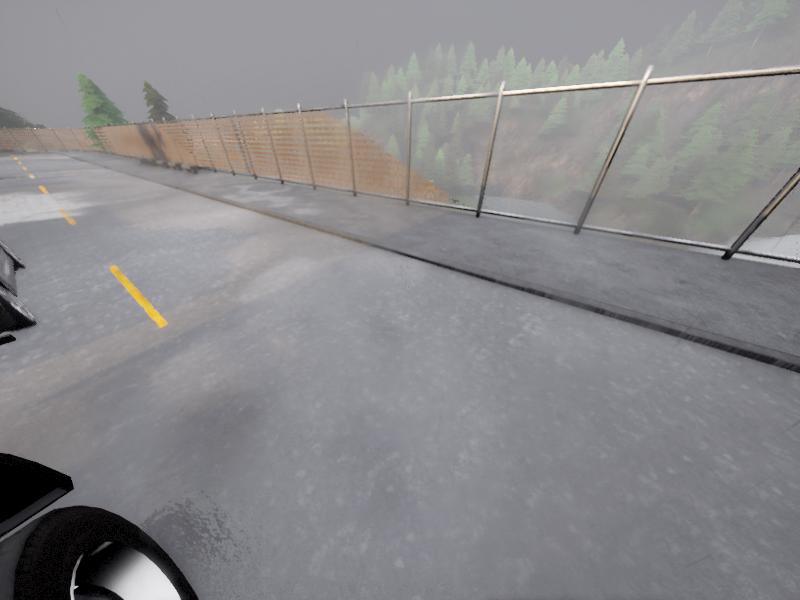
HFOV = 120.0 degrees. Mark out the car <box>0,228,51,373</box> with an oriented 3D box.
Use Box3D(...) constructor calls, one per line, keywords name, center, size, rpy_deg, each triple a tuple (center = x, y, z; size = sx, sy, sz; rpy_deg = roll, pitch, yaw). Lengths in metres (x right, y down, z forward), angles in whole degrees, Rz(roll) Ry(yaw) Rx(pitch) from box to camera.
Box3D(name="car", center=(-7.096, -0.411, 3.026), size=(5.238, 1.638, 1.930), rpy_deg=(22, 41, 28))
